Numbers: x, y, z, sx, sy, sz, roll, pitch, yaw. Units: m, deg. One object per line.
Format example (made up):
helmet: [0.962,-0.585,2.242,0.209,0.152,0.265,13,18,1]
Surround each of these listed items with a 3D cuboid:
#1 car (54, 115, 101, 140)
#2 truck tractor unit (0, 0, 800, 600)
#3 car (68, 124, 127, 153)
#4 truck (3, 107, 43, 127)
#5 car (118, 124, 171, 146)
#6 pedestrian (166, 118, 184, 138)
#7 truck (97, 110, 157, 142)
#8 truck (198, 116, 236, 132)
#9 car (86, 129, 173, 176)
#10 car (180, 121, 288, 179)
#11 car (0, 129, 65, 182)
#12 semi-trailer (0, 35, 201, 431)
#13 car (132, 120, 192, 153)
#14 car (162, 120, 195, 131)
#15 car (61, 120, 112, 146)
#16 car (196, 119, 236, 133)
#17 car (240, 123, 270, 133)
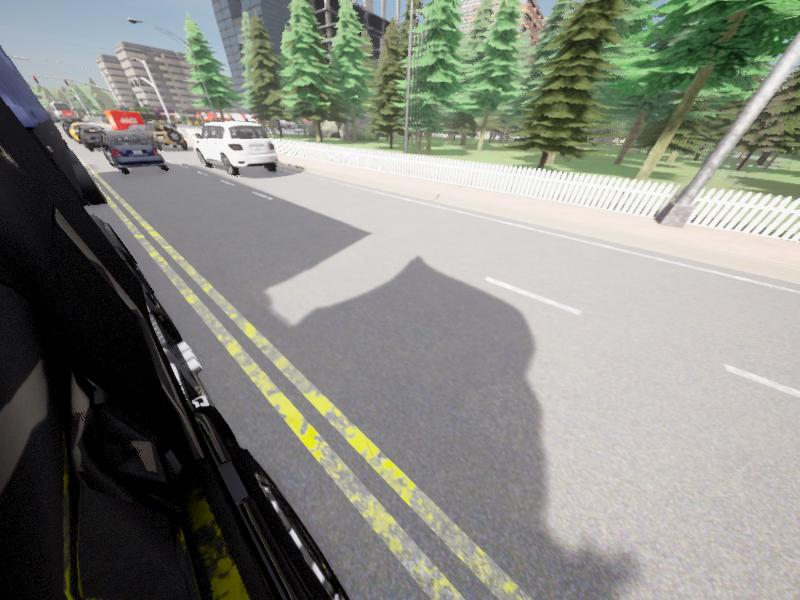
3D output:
car: [-33.133,-17.697,23.717,4.605,1.855,1.932,27,43,29]
truck tractor unit: [-2.645,-0.295,0.352,6.516,4.208,3.053,28,44,30]
car: [-22.254,-11.926,16.996,4.193,1.474,1.816,27,43,29]
truck: [-64.848,-31.574,39.866,5.204,2.467,2.627,27,43,29]
car: [-24.020,-15.544,21.710,4.792,1.488,2.163,27,43,29]
pedestrian: [-26.884,-20.571,27.632,0.751,1.860,0.751,28,44,30]
truck: [-28.952,-18.489,24.523,5.204,2.467,2.627,27,43,29]
truck: [-38.457,-37.091,48.767,2.627,2.467,5.204,26,42,28]
car: [-13.139,-7.262,11.248,3.705,1.549,1.789,27,43,29]
car: [-8.493,-7.782,11.789,5.566,2.045,2.150,27,43,30]
car: [-16.014,-6.022,9.492,3.806,1.475,1.970,27,43,29]
semi-trailer: [-8.661,-3.626,4.271,14.254,4.402,2.717,29,44,30]
car: [-18.944,-13.092,18.407,4.605,1.855,1.932,27,43,29]
car: [-42.672,-33.666,44.667,1.851,1.617,3.988,28,44,30]
car: [-27.671,-14.761,20.371,5.366,1.575,1.801,27,43,29]
car: [-36.648,-34.847,46.225,2.150,2.045,5.566,26,43,28]
car: [-32.112,-38.057,51.196,2.038,1.542,4.974,26,43,28]
